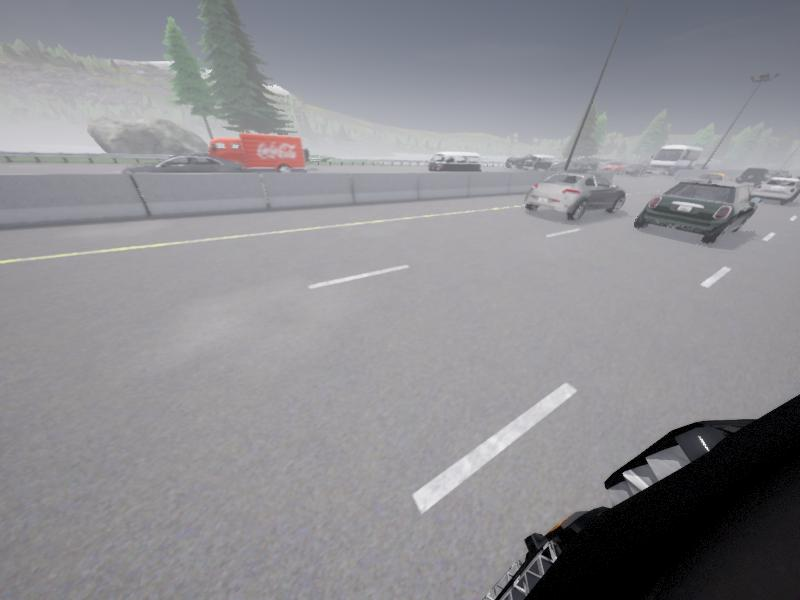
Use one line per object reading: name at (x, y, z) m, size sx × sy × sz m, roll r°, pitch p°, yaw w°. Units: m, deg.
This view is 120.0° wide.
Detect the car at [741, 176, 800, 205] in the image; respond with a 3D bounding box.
car at (27.062, -7.895, 16.561) m, size 3.806 × 1.475 × 1.970 m, roll -16°, pitch 38°, yaw -26°

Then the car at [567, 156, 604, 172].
car at (31.035, -22.675, 38.611) m, size 5.566 × 2.045 × 2.150 m, roll -16°, pitch 38°, yaw -26°

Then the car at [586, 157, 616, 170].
car at (40.883, -27.721, 46.947) m, size 5.566 × 2.045 × 2.150 m, roll -16°, pitch 38°, yaw -26°

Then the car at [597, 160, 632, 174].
car at (34.368, -21.288, 36.997) m, size 4.553 × 1.767 × 2.097 m, roll -16°, pitch 38°, yaw -26°

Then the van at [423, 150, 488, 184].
van at (4.399, -10.615, 18.429) m, size 4.480 × 2.038 × 2.069 m, roll -16°, pitch 38°, yaw -26°

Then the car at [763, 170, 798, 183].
car at (60.920, -19.847, 36.977) m, size 4.856 × 1.649 × 2.033 m, roll -16°, pitch 38°, yaw -26°

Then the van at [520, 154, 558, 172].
van at (19.798, -19.473, 32.938) m, size 4.480 × 2.038 × 2.069 m, roll -16°, pitch 38°, yaw -26°

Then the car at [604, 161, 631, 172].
car at (41.446, -25.429, 44.015) m, size 4.514 × 1.525 × 2.007 m, roll -16°, pitch 38°, yaw -26°

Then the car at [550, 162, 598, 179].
car at (19.859, -14.801, 26.383) m, size 4.902 × 1.511 × 2.128 m, roll -16°, pitch 38°, yaw -26°

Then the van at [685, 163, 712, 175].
van at (60.200, -26.493, 46.622) m, size 4.442 × 1.987 × 1.775 m, roll -16°, pitch 38°, yaw -26°

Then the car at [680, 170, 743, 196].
car at (26.469, -10.004, 19.600) m, size 5.366 × 1.575 × 1.801 m, roll -16°, pitch 38°, yaw -26°

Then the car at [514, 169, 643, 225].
car at (7.842, -4.715, 10.184) m, size 5.027 × 1.651 × 2.152 m, roll -16°, pitch 38°, yaw -26°

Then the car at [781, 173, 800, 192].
car at (44.088, -12.799, 25.121) m, size 3.988 × 1.617 × 1.851 m, roll -16°, pitch 38°, yaw -26°

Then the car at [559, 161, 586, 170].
car at (31.788, -24.819, 42.573) m, size 4.718 × 1.301 × 1.895 m, roll -16°, pitch 38°, yaw -26°

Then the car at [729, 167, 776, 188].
car at (40.819, -14.219, 26.757) m, size 3.866 × 1.878 × 1.905 m, roll -16°, pitch 38°, yaw -26°

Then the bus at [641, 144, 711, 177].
bus at (46.493, -23.435, 38.932) m, size 10.273 × 4.253 × 3.944 m, roll -16°, pitch 38°, yaw -26°

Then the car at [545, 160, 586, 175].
car at (22.062, -17.673, 30.859) m, size 4.974 × 1.542 × 2.038 m, roll -16°, pitch 38°, yaw -26°

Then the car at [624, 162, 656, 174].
car at (43.136, -23.713, 41.472) m, size 5.027 × 1.651 × 2.152 m, roll -16°, pitch 38°, yaw -26°

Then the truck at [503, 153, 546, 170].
truck at (19.432, -21.628, 36.103) m, size 6.274 × 2.098 × 2.390 m, roll -16°, pitch 38°, yaw -26°

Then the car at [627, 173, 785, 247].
car at (10.977, -3.443, 8.349) m, size 4.553 × 1.767 × 2.097 m, roll -16°, pitch 38°, yaw -26°

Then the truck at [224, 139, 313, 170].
truck at (-11.434, -12.833, 20.515) m, size 6.274 × 2.098 × 2.390 m, roll -16°, pitch 38°, yaw -26°

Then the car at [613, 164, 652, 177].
car at (33.504, -18.641, 33.310) m, size 5.357 × 1.411 × 2.033 m, roll -16°, pitch 38°, yaw -26°

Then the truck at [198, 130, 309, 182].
truck at (-9.047, -9.197, 14.885) m, size 5.204 × 2.467 × 2.627 m, roll -16°, pitch 38°, yaw -26°

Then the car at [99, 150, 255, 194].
car at (-10.149, -6.250, 11.230) m, size 4.902 × 1.511 × 2.128 m, roll -16°, pitch 38°, yaw -26°

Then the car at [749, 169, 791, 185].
car at (52.121, -17.351, 32.529) m, size 4.611 × 1.667 × 2.242 m, roll -16°, pitch 38°, yaw -26°
